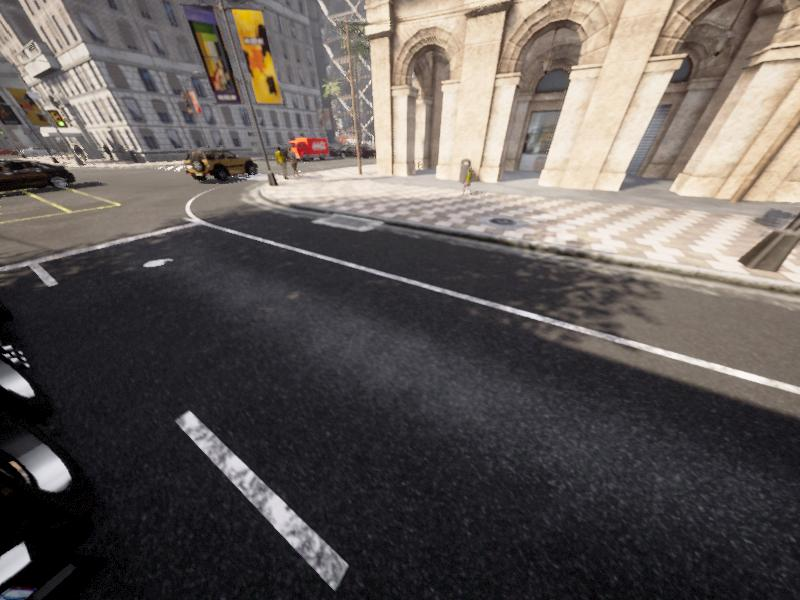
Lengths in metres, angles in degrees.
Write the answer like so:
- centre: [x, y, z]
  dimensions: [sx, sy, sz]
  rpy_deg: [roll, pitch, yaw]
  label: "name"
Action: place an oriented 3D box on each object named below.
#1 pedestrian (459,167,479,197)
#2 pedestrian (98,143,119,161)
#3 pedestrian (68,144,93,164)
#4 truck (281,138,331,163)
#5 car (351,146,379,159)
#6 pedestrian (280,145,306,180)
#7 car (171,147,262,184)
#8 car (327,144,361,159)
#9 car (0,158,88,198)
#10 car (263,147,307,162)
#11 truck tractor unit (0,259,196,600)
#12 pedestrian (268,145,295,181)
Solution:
- centre: [3.020, -5.183, 10.148]
  dimensions: [0.500, 1.100, 0.500]
  rpy_deg: [27, 43, 33]
  label: "pedestrian"
- centre: [-37.362, -18.953, 29.605]
  dimensions: [0.751, 1.860, 0.751]
  rpy_deg: [18, 39, 24]
  label: "pedestrian"
- centre: [-36.127, -16.552, 26.146]
  dimensions: [0.751, 1.860, 0.751]
  rpy_deg: [14, 37, 19]
  label: "pedestrian"
- centre: [-11.822, -19.279, 29.641]
  dimensions: [2.627, 2.467, 5.204]
  rpy_deg: [18, 38, 24]
  label: "truck"
- centre: [-5.074, -21.609, 33.791]
  dimensions: [1.816, 1.474, 4.193]
  rpy_deg: [18, 39, 24]
  label: "car"
- centre: [-6.758, -8.718, 14.644]
  dimensions: [0.751, 1.860, 0.751]
  rpy_deg: [24, 42, 31]
  label: "pedestrian"
- centre: [-12.299, -9.439, 16.015]
  dimensions: [1.932, 1.855, 4.605]
  rpy_deg: [4, 35, 9]
  label: "car"
- centre: [-8.322, -22.465, 34.904]
  dimensions: [1.930, 1.638, 5.238]
  rpy_deg: [18, 39, 24]
  label: "car"
- centre: [-20.563, -6.331, 11.962]
  dimensions: [1.837, 1.490, 4.892]
  rpy_deg: [6, 35, 9]
  label: "car"
- centre: [-15.200, -19.509, 30.845]
  dimensions: [1.837, 1.490, 4.892]
  rpy_deg: [18, 39, 24]
  label: "car"
- centre: [-5.103, -0.308, 0.792]
  dimensions: [6.516, 4.208, 3.053]
  rpy_deg: [19, 39, 25]
  label: "truck tractor unit"
- centre: [-7.312, -8.509, 14.349]
  dimensions: [0.751, 1.860, 0.751]
  rpy_deg: [8, 36, 12]
  label: "pedestrian"
